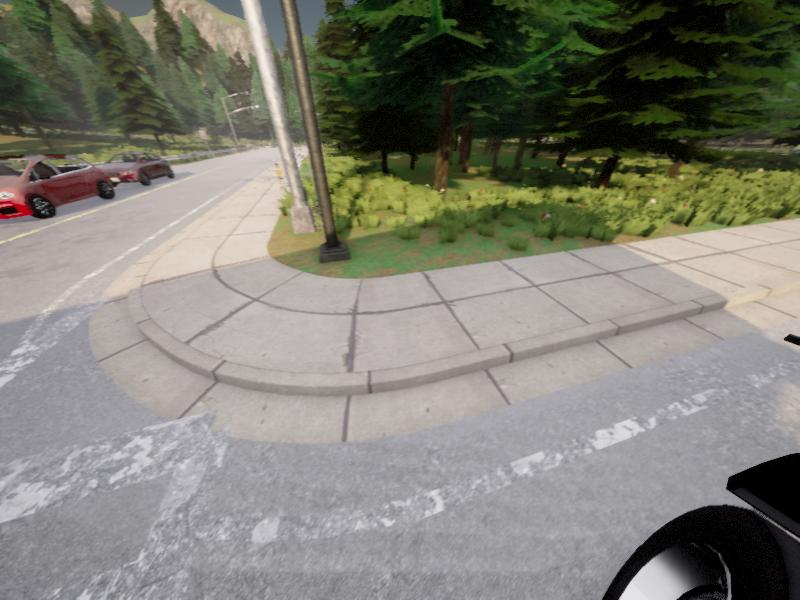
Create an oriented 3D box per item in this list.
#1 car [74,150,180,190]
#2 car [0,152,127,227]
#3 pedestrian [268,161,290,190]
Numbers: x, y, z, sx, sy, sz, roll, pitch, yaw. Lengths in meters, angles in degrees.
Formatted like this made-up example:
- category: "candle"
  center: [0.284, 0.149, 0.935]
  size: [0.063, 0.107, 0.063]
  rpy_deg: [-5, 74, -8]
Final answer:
- category: "car"
  center: [-14.794, -7.397, 12.949]
  size: [1.816, 1.474, 4.193]
  rpy_deg: [-10, 37, -13]
- category: "car"
  center: [-13.035, -4.081, 8.138]
  size: [2.242, 1.667, 4.611]
  rpy_deg: [-10, 37, -13]
- category: "pedestrian"
  center: [-5.490, -5.704, 10.560]
  size: [0.500, 1.100, 0.500]
  rpy_deg: [-5, 36, -7]
